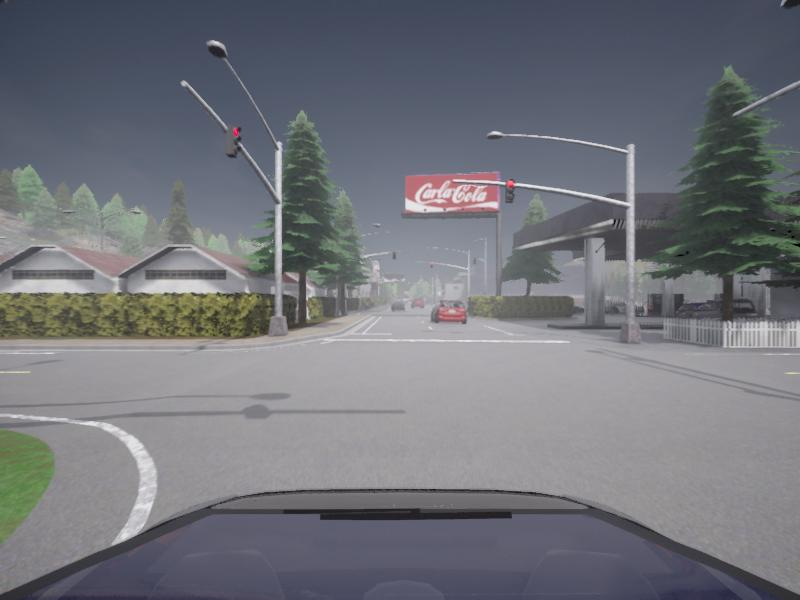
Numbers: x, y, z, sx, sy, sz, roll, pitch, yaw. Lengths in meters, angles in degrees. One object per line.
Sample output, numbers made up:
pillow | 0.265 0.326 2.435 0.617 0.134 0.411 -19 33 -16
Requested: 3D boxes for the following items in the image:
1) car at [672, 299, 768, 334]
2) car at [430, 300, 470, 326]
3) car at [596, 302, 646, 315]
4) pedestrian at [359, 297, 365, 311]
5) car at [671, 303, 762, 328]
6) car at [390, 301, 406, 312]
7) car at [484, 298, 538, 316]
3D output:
car | 17.834 0.863 22.449 3.866 1.878 1.905 0 0 0
car | 3.521 0.853 29.125 2.242 1.667 4.611 2 0 0
car | 26.964 1.046 48.840 4.974 1.542 2.038 0 0 0
pedestrian | -5.043 0.523 53.565 0.751 1.860 0.751 0 0 -12
car | 22.153 1.033 28.125 4.611 1.667 2.242 0 0 0
car | -0.177 0.870 55.032 1.837 1.490 4.892 1 0 4
car | 12.468 0.783 45.236 5.566 2.045 2.150 0 0 -1
